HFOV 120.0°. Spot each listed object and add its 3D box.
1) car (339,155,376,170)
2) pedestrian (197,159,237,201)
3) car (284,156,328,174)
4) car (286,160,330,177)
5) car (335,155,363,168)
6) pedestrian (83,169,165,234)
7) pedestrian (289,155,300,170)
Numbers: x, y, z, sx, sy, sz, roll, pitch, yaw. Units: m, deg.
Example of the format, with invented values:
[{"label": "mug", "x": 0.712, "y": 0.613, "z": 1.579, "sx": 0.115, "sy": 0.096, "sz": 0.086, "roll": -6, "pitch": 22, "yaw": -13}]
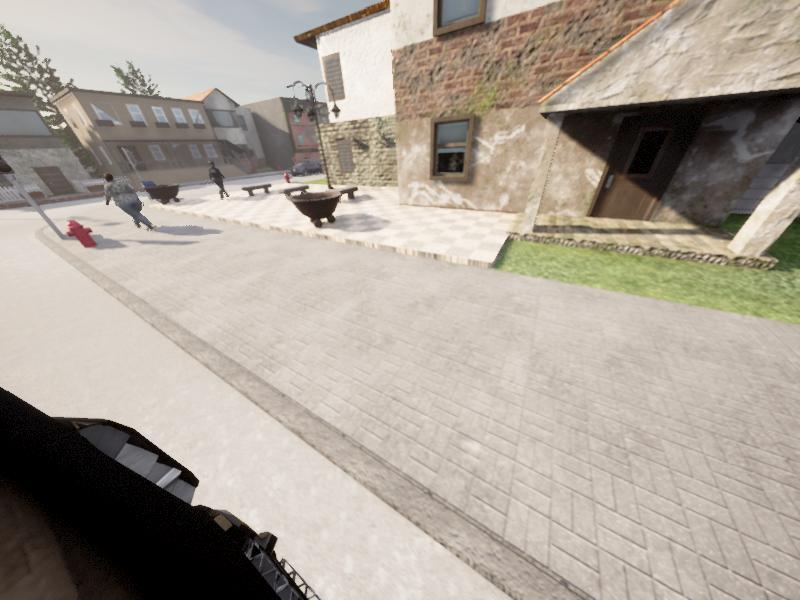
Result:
[{"label": "car", "x": -5.936, "y": -19.662, "z": 32.943, "sx": 2.033, "sy": 1.411, "sz": 5.357, "roll": 18, "pitch": 39, "yaw": 28}, {"label": "pedestrian", "x": -9.581, "y": -6.322, "z": 12.186, "sx": 0.751, "sy": 1.860, "sz": 0.751, "roll": -6, "pitch": 34, "yaw": -4}, {"label": "car", "x": -12.252, "y": -17.888, "z": 30.554, "sx": 1.930, "sy": 1.638, "sz": 5.238, "roll": 15, "pitch": 37, "yaw": 25}, {"label": "car", "x": -10.370, "y": -15.059, "z": 26.368, "sx": 1.994, "sy": 1.385, "sz": 4.181, "roll": 18, "pitch": 39, "yaw": 28}, {"label": "car", "x": -7.933, "y": -21.823, "z": 36.396, "sx": 1.994, "sy": 1.385, "sz": 4.181, "roll": 14, "pitch": 37, "yaw": 24}, {"label": "pedestrian", "x": -9.064, "y": -3.238, "z": 7.693, "sx": 0.751, "sy": 1.860, "sz": 0.751, "roll": 7, "pitch": 35, "yaw": 14}, {"label": "pedestrian", "x": -15.365, "y": -20.113, "z": 33.744, "sx": 0.751, "sy": 1.860, "sz": 0.751, "roll": 14, "pitch": 37, "yaw": 24}]
